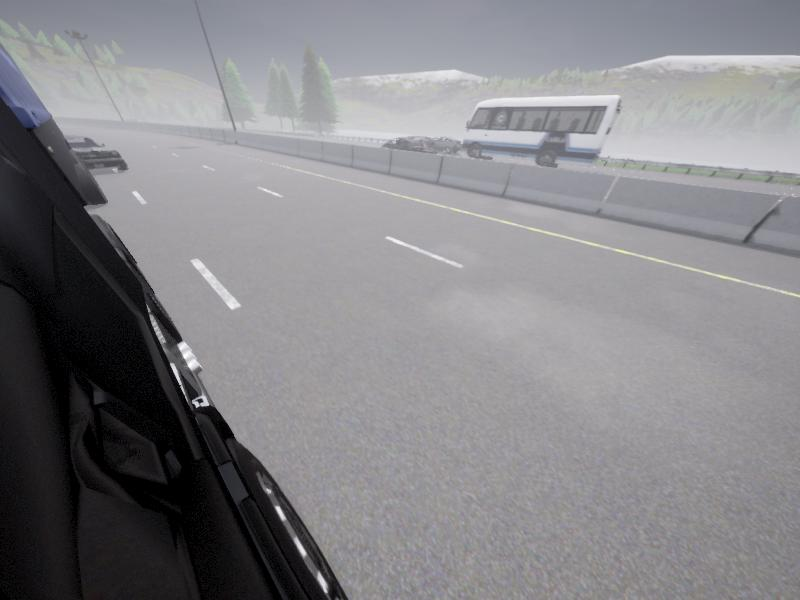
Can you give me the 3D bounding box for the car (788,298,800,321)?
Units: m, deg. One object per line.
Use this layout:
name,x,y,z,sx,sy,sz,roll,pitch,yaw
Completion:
car,7.839,0.972,1.504,5.027,1.651,2.152,29,44,31

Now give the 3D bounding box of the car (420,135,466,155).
car,4.739,-17.522,26.082,4.514,1.525,2.007,29,44,31

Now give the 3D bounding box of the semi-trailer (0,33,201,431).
semi-trailer,-8.651,-3.635,4.277,14.254,4.402,2.717,29,44,30

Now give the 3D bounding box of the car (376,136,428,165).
car,0.077,-11.749,18.053,3.705,1.549,1.789,29,44,31

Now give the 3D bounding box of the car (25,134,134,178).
car,-14.936,-6.850,10.782,4.718,1.301,1.895,23,42,25

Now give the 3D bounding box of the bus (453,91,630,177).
bus,9.925,-12.840,17.883,10.273,4.253,3.944,29,44,31

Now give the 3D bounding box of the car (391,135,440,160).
car,1.327,-13.871,20.923,3.988,1.617,1.851,29,44,31

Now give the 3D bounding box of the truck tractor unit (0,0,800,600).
truck tractor unit,-2.645,-0.295,0.352,6.516,4.208,3.053,28,44,30
